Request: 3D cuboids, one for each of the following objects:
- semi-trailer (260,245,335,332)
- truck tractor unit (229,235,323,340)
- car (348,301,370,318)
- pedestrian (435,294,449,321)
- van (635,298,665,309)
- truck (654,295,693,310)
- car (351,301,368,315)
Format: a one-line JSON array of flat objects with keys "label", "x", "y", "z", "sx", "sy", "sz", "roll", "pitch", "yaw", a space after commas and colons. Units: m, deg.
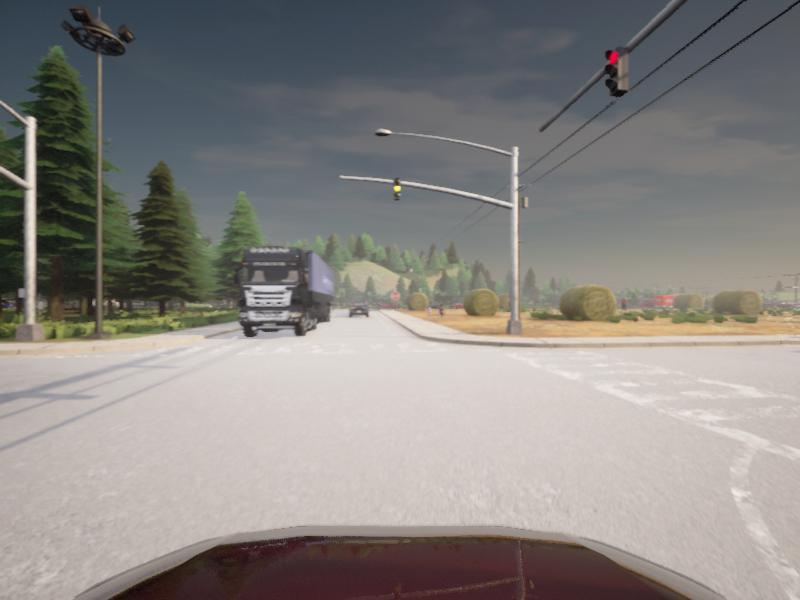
[{"label": "semi-trailer", "x": -6.333, "y": -0.561, "z": 27.333, "sx": 2.717, "sy": 4.402, "sz": 14.254, "roll": 0, "pitch": 0, "yaw": -5}, {"label": "truck tractor unit", "x": -5.631, "y": -0.481, "z": 19.451, "sx": 3.053, "sy": 4.208, "sz": 6.516, "roll": 0, "pitch": 0, "yaw": -5}, {"label": "car", "x": -4.067, "y": 0.907, "z": 39.964, "sx": 2.038, "sy": 1.542, "sz": 4.974, "roll": 0, "pitch": 0, "yaw": -5}, {"label": "pedestrian", "x": 2.921, "y": 0.526, "z": 27.886, "sx": 0.751, "sy": 1.860, "sz": 0.751, "roll": 0, "pitch": 0, "yaw": 22}, {"label": "van", "x": 45.968, "y": 0.706, "z": 73.589, "sx": 4.442, "sy": 1.987, "sz": 1.775, "roll": 0, "pitch": 0, "yaw": -3}, {"label": "truck", "x": 47.902, "y": 0.457, "z": 70.175, "sx": 5.204, "sy": 2.467, "sz": 2.627, "roll": 0, "pitch": 0, "yaw": -3}, {"label": "car", "x": -4.701, "y": 0.917, "z": 46.720, "sx": 1.882, "sy": 1.535, "sz": 5.008, "roll": 0, "pitch": 0, "yaw": -5}]
